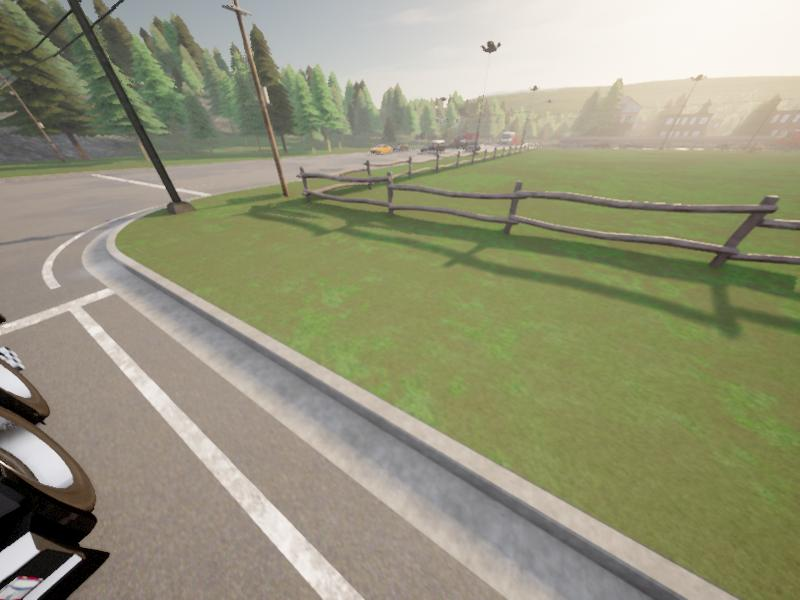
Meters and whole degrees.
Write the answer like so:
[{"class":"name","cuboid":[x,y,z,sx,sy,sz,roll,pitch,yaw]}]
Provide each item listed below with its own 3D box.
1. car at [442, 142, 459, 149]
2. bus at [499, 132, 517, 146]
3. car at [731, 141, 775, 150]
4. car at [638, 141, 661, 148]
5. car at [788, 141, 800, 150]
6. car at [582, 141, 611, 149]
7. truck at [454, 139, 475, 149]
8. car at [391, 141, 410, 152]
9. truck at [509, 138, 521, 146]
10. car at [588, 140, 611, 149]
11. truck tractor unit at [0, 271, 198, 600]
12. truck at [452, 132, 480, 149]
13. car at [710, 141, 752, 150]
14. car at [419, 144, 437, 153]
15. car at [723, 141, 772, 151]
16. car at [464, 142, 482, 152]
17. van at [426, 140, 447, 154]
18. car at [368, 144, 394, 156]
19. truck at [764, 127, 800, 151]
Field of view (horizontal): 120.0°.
[{"class":"car","cuboid":[14.800,-45.340,67.715,5.027,1.651,2.152,-28,44,-34]},{"class":"bus","cuboid":[41.965,-62.441,89.484,3.944,4.253,10.273,19,39,25]},{"class":"car","cuboid":[79.969,-35.163,52.490,5.008,1.535,1.882,19,39,25]},{"class":"car","cuboid":[66.985,-41.849,62.140,3.633,1.501,1.845,19,39,25]},{"class":"car","cuboid":[87.356,-32.652,48.919,4.902,1.511,2.128,19,39,25]},{"class":"car","cuboid":[50.878,-40.293,59.960,5.238,1.638,1.930,19,39,25]},{"class":"truck","cuboid":[17.147,-41.284,61.215,2.390,2.098,6.274,25,42,31]},{"class":"car","cuboid":[0.122,-33.241,50.004,1.932,1.855,4.605,19,39,25]},{"class":"truck","cuboid":[42.508,-58.467,85.345,2.627,2.467,5.204,19,39,25]},{"class":"car","cuboid":[49.377,-38.564,57.291,3.866,1.878,1.905,19,39,25]},{"class":"truck tractor unit","cuboid":[-5.128,-0.282,0.772,6.516,4.208,3.053,18,39,24]},{"class":"truck","cuboid":[18.975,-45.828,66.206,8.468,3.827,2.891,-28,43,-34]},{"class":"car","cuboid":[74.228,-34.759,51.951,5.008,1.535,1.882,19,39,25]},{"class":"car","cuboid":[5.689,-30.612,46.547,1.816,1.474,4.193,19,39,25]},{"class":"car","cuboid":[73.452,-32.695,48.994,5.366,1.575,1.801,19,39,25]},{"class":"car","cuboid":[15.340,-32.134,48.489,2.242,1.667,4.611,19,39,25]},{"class":"van","cuboid":[6.731,-27.950,42.234,2.069,2.038,4.480,19,39,25]},{"class":"car","cuboid":[-3.254,-25.976,39.911,1.882,1.535,5.008,19,39,25]},{"class":"truck","cuboid":[83.109,-32.729,46.972,8.468,3.827,2.891,19,39,25]}]
